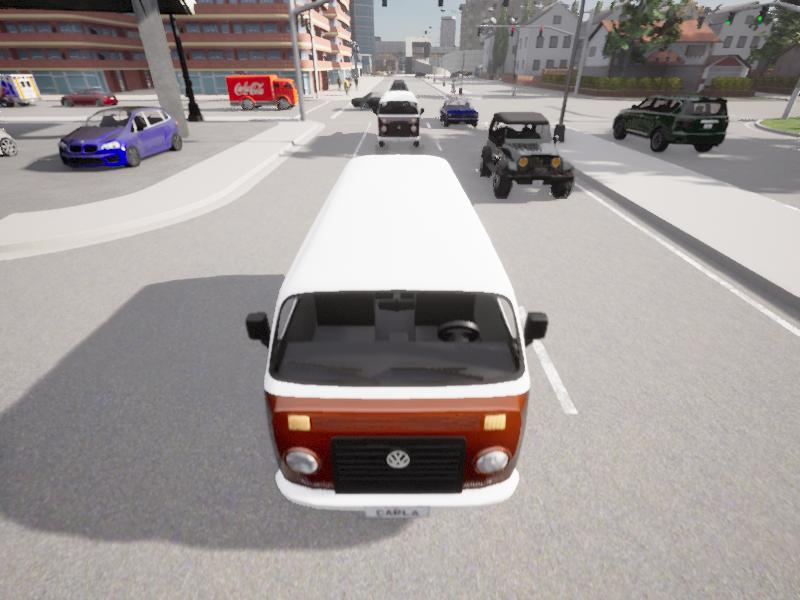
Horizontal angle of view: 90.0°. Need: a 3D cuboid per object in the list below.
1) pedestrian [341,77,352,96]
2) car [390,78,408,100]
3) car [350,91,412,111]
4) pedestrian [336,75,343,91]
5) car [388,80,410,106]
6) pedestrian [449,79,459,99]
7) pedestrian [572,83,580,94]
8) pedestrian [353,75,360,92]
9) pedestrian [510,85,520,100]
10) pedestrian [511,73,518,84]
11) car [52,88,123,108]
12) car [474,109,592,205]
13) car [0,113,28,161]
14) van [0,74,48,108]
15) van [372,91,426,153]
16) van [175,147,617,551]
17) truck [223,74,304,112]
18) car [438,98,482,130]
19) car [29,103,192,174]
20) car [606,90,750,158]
[{"bbox_3d":[-5.887,-23.651,44.317,0.751,1.860,0.751,26,39,37],"label":"pedestrian"},{"bbox_3d":[-0.113,-22.894,43.354,1.932,1.855,4.605,0,30,0],"label":"car"},{"bbox_3d":[-1.458,-15.862,31.891,4.718,1.301,1.895,0,30,0],"label":"car"},{"bbox_3d":[-8.026,-28.927,53.322,0.751,1.860,0.751,-1,30,-1],"label":"pedestrian"},{"bbox_3d":[-0.101,-19.250,37.116,1.932,1.855,4.605,0,30,0],"label":"car"},{"bbox_3d":[5.739,-22.514,42.674,0.751,1.860,0.751,9,31,15],"label":"pedestrian"},{"bbox_3d":[21.060,-25.243,47.800,0.500,1.100,0.500,-1,30,-2],"label":"pedestrian"},{"bbox_3d":[-5.624,-28.111,51.955,0.751,1.860,0.751,-5,31,-8],"label":"pedestrian"},{"bbox_3d":[12.035,-21.768,41.953,0.751,1.300,0.751,2,30,4],"label":"pedestrian"},{"bbox_3d":[21.016,-40.655,73.436,0.751,1.860,0.751,0,30,1],"label":"pedestrian"},{"bbox_3d":[-26.894,-17.457,34.549,4.181,1.385,1.994,0,30,0],"label":"car"},{"bbox_3d":[3.461,-4.199,11.331,1.905,1.878,3.866,0,30,0],"label":"car"},{"bbox_3d":[-15.498,-5.329,13.569,1.970,1.475,3.806,0,30,0],"label":"car"},{"bbox_3d":[-34.665,-17.845,34.163,6.366,2.431,2.351,-1,30,-1],"label":"van"},{"bbox_3d":[-0.055,-7.990,17.680,2.069,2.038,4.480,0,30,0],"label":"van"},{"bbox_3d":[-0.025,-0.192,4.322,2.069,2.038,4.480,0,30,0],"label":"van"},{"bbox_3d":[-10.603,-16.334,31.549,5.204,2.467,2.627,-1,30,-1],"label":"truck"},{"bbox_3d":[3.433,-11.118,23.769,1.895,1.301,4.718,0,30,0],"label":"car"},{"bbox_3d":[-9.755,-5.859,14.157,2.242,1.667,4.611,0,30,0],"label":"car"},{"bbox_3d":[11.450,-7.738,17.238,2.150,2.045,5.566,0,30,0],"label":"car"}]
